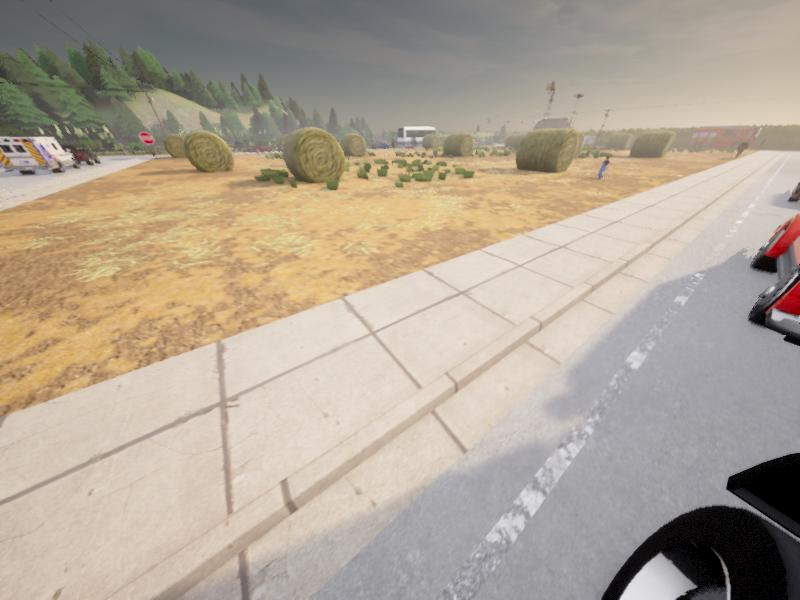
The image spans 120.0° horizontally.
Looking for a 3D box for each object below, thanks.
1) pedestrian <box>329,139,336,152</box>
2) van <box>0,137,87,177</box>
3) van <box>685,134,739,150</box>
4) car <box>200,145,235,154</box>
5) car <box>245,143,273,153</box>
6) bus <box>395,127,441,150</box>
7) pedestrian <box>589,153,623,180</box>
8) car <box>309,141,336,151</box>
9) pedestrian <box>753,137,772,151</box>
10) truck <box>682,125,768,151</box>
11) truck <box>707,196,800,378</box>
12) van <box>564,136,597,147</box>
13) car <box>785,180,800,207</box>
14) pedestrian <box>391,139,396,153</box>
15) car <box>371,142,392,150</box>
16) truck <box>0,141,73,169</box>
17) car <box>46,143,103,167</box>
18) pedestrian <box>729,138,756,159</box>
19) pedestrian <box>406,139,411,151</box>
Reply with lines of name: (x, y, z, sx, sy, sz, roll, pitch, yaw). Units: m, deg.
pedestrian: (-12.253, -28.190, 42.118, 0.751, 1.860, 0.751, -22, 41, -28)
van: (-29.590, -11.911, 18.989, 2.351, 2.431, 6.366, -21, 40, -27)
van: (63.904, -32.571, 47.573, 1.988, 2.561, 5.915, -21, 40, -27)
car: (-32.523, -26.926, 41.264, 4.718, 1.301, 1.895, -19, 39, -25)
car: (-26.875, -28.977, 43.982, 4.193, 1.474, 1.816, -19, 39, -25)
bus: (4.327, -38.805, 55.319, 10.273, 4.253, 3.944, -20, 40, -25)
pedestrian: (11.866, -7.720, 13.361, 0.751, 1.300, 0.751, -4, 35, -5)
car: (-16.486, -32.685, 49.047, 4.856, 1.649, 2.033, -19, 39, -25)
pedestrian: (61.060, -26.298, 38.943, 0.751, 1.860, 0.751, -11, 37, -15)
truck: (61.934, -31.159, 44.464, 2.891, 3.827, 8.468, -21, 40, -27)
truck: (7.001, -0.712, 2.730, 5.204, 2.467, 2.627, -22, 40, -28)
van: (50.151, -44.170, 64.240, 2.351, 2.431, 6.366, -21, 40, -27)
car: (17.637, -4.585, 9.113, 4.181, 1.385, 1.994, -22, 41, -28)
pedestrian: (-1.050, -25.314, 37.954, 0.751, 1.860, 0.751, 6, 36, 9)
car: (-4.158, -34.614, 51.827, 4.193, 1.474, 1.816, -19, 39, -25)
truck: (-37.504, -15.094, 23.853, 2.390, 2.098, 6.274, -23, 41, -29)
car: (-33.608, -15.111, 24.029, 1.905, 1.878, 3.866, -21, 40, -27)
pedestrian: (36.482, -16.118, 24.631, 0.751, 1.860, 0.751, -27, 43, -32)
pedestrian: (1.553, -28.654, 42.682, 0.751, 1.860, 0.751, 11, 37, 16)
